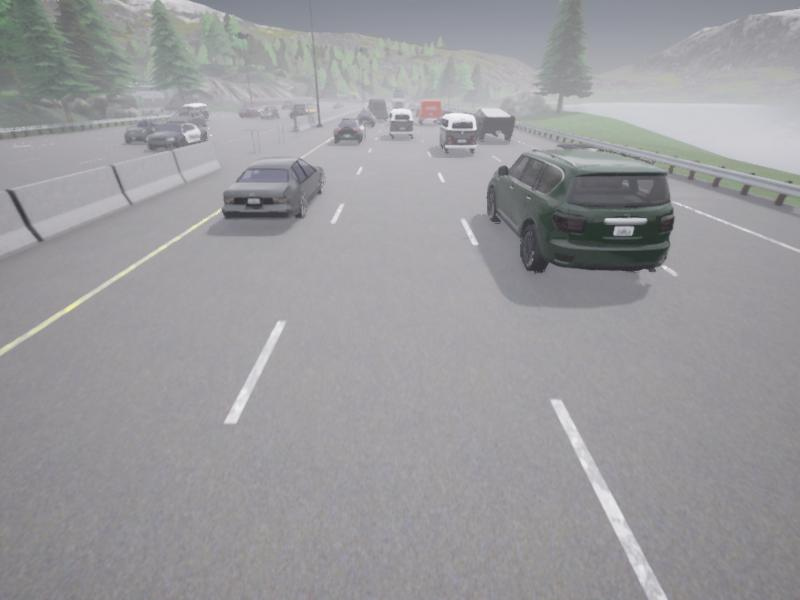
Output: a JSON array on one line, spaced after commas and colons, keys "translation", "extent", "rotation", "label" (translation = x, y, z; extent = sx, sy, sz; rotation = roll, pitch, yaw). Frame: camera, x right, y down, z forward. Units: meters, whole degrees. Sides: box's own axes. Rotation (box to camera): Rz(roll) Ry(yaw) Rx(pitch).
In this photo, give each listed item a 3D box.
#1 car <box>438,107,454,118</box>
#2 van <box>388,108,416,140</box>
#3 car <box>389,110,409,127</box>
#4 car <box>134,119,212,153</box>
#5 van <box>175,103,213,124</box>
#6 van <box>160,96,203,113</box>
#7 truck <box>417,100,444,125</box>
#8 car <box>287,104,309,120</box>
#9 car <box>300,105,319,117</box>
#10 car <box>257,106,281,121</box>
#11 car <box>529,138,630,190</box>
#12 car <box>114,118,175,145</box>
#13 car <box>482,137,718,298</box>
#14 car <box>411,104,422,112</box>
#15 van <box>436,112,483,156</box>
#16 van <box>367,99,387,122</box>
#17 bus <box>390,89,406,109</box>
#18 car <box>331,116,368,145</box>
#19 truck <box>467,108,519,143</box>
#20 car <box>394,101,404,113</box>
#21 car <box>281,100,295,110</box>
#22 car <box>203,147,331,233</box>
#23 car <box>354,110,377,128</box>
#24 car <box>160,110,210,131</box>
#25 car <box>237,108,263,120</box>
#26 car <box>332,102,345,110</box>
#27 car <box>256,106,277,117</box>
[{"translation": [6.806, -28.056, 59.916], "extent": [1.895, 1.301, 4.718], "rotation": [0, 27, 0], "label": "car"}, {"translation": [0.101, -14.178, 32.040], "extent": [2.069, 2.038, 4.480], "rotation": [-1, 27, -2], "label": "van"}, {"translation": [-0.109, -20.222, 44.397], "extent": [2.128, 1.511, 4.902], "rotation": [0, 27, -1], "label": "car"}, {"translation": [-14.082, -10.415, 25.237], "extent": [2.038, 1.542, 4.974], "rotation": [0, 27, 0], "label": "car"}, {"translation": [-24.655, -22.486, 48.171], "extent": [2.069, 2.038, 4.480], "rotation": [0, 28, 0], "label": "van"}, {"translation": [-38.553, -34.611, 70.764], "extent": [5.915, 2.561, 1.988], "rotation": [0, 27, 0], "label": "van"}, {"translation": [3.418, -21.869, 46.563], "extent": [2.627, 2.467, 5.204], "rotation": [0, 27, -1], "label": "truck"}, {"translation": [-14.181, -26.308, 55.816], "extent": [1.905, 1.878, 3.866], "rotation": [0, 27, 0], "label": "car"}, {"translation": [-14.204, -29.976, 63.346], "extent": [1.801, 1.575, 5.366], "rotation": [0, 27, 0], "label": "car"}, {"translation": [-17.677, -25.299, 54.156], "extent": [1.851, 1.617, 3.988], "rotation": [0, 27, 0], "label": "car"}, {"translation": [6.948, -5.605, 16.159], "extent": [1.895, 1.301, 4.718], "rotation": [0, 27, 0], "label": "car"}, {"translation": [-17.719, -11.837, 27.998], "extent": [1.845, 1.501, 3.633], "rotation": [-1, 27, -2], "label": "car"}, {"translation": [3.476, -2.206, 8.699], "extent": [2.150, 2.045, 5.566], "rotation": [0, 27, -1], "label": "car"}, {"translation": [3.244, -38.094, 79.461], "extent": [1.895, 1.301, 4.718], "rotation": [0, 27, 0], "label": "car"}, {"translation": [3.424, -10.021, 23.942], "extent": [2.069, 2.038, 4.480], "rotation": [0, 27, 0], "label": "van"}, {"translation": [-2.984, -24.529, 51.653], "extent": [1.988, 2.561, 5.915], "rotation": [-4, 27, -7], "label": "van"}, {"translation": [-0.452, -51.521, 102.388], "extent": [3.944, 4.253, 10.273], "rotation": [0, 27, 0], "label": "bus"}, {"translation": [-3.593, -12.458, 29.245], "extent": [2.038, 1.542, 4.974], "rotation": [0, 27, 0], "label": "car"}, {"translation": [6.904, -13.472, 30.612], "extent": [2.390, 2.098, 6.274], "rotation": [0, 27, 0], "label": "truck"}, {"translation": [-0.250, -37.489, 77.658], "extent": [1.905, 1.878, 3.866], "rotation": [0, 27, 0], "label": "car"}, {"translation": [-24.787, -43.065, 88.477], "extent": [1.905, 1.878, 3.866], "rotation": [0, 27, 0], "label": "car"}, {"translation": [-3.537, -3.493, 11.916], "extent": [2.033, 1.411, 5.357], "rotation": [0, 27, 0], "label": "car"}, {"translation": [-3.637, -19.700, 43.359], "extent": [2.038, 1.542, 4.974], "rotation": [0, 27, 0], "label": "car"}, {"translation": [-21.015, -17.770, 39.404], "extent": [2.242, 1.667, 4.611], "rotation": [0, 27, 1], "label": "car"}, {"translation": [-21.183, -26.359, 56.545], "extent": [1.895, 1.301, 4.718], "rotation": [0, 27, 0], "label": "car"}, {"translation": [-14.299, -44.984, 92.818], "extent": [2.152, 1.651, 5.027], "rotation": [0, 27, 0], "label": "car"}, {"translation": [-21.206, -30.190, 63.854], "extent": [1.812, 1.442, 4.674], "rotation": [0, 27, 0], "label": "car"}]
